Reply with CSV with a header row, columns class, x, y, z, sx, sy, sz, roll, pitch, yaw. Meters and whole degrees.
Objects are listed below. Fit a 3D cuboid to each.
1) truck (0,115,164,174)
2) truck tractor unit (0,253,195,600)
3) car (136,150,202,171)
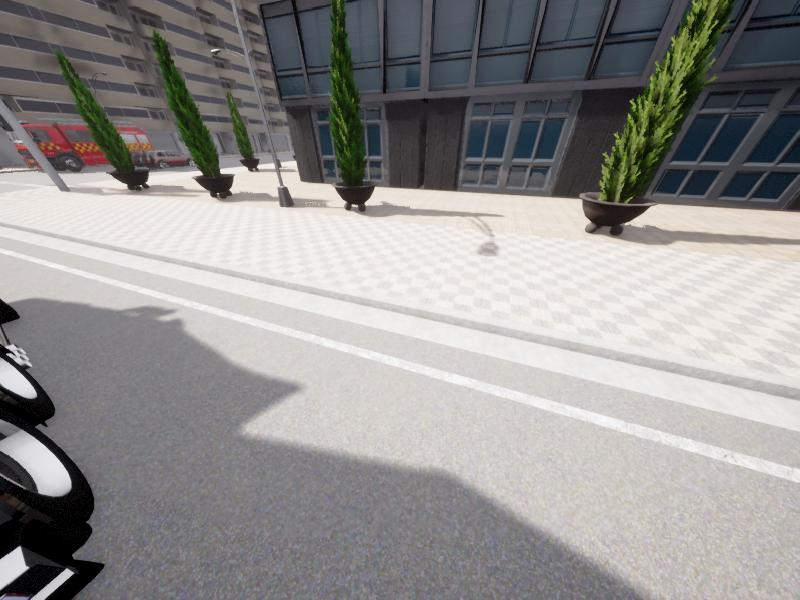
class,x,y,z,sx,sy,sz,roll,pitch,yaw
truck,-29.178,-14.659,21.850,2.891,3.827,8.468,11,36,16
truck tractor unit,-5.091,-0.320,0.809,6.516,4.208,3.053,19,39,25
car,-21.935,-13.467,22.146,1.970,1.475,3.806,12,37,17
